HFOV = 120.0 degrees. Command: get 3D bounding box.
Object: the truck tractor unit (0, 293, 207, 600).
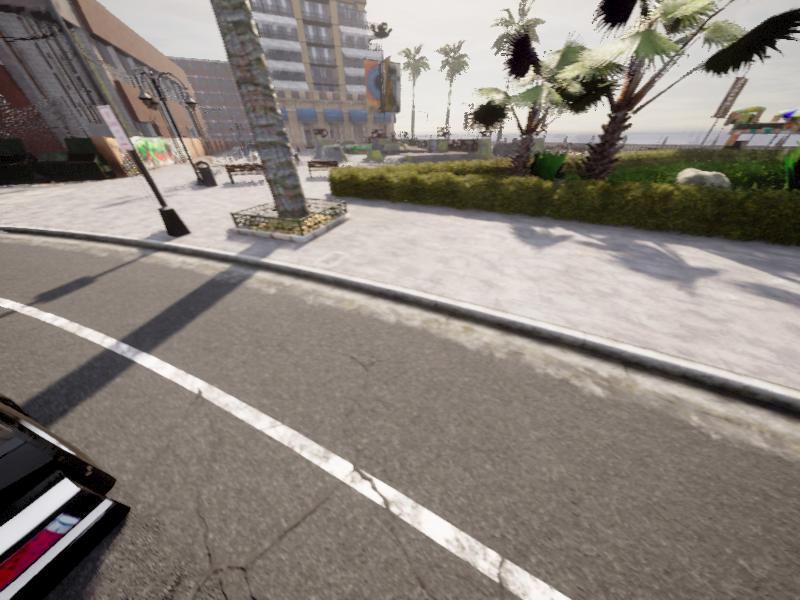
[{"bbox_3d":[-5.250,-0.129,0.560,6.516,4.208,3.053,12,37,17],"label":"truck tractor unit"}]
